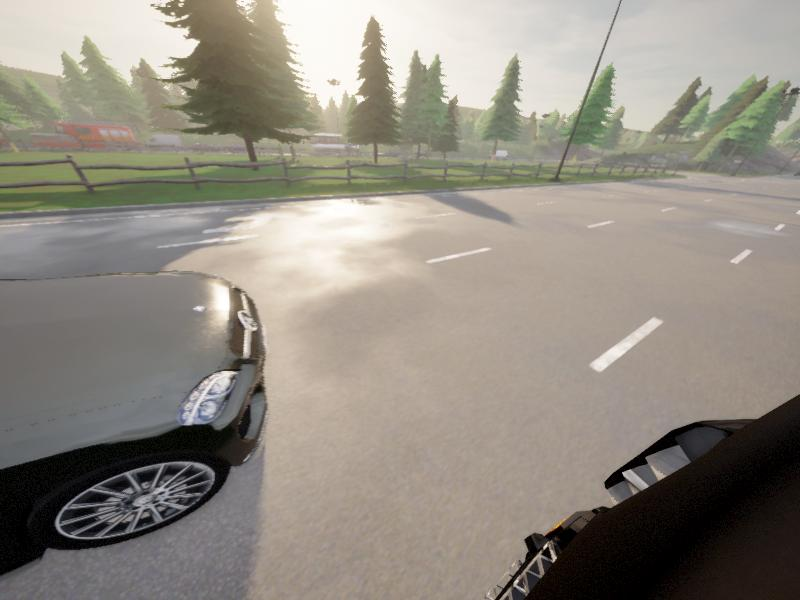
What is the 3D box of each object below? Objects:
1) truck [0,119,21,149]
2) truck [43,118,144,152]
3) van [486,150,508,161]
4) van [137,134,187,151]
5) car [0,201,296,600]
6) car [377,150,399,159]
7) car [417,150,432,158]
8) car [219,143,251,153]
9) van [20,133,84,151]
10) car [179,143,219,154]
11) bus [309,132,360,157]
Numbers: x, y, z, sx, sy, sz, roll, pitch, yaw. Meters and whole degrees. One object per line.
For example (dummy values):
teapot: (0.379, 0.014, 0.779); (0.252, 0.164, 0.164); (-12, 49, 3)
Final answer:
truck: (-60.093, -22.761, 30.979); (8.468, 3.827, 2.891); (-16, 38, -26)
truck: (-48.142, -26.185, 36.960); (8.468, 3.827, 2.891); (-16, 38, -26)
van: (30.559, -45.680, 72.868); (5.915, 2.561, 1.988); (14, 35, 17)
van: (-46.141, -30.694, 45.054); (5.915, 2.561, 1.988); (-16, 38, -26)
car: (-3.529, 0.775, 1.092); (5.027, 1.651, 2.152); (-16, 38, -26)
car: (-3.001, -36.537, 57.910); (5.027, 1.651, 2.152); (-16, 38, -26)
car: (7.303, -43.482, 68.636); (3.866, 1.878, 1.905); (-16, 38, -26)
car: (-34.195, -31.447, 47.939); (5.008, 1.535, 1.882); (-16, 38, -26)
van: (-49.823, -22.717, 33.268); (4.442, 1.987, 1.775); (-16, 38, -26)
car: (-35.270, -26.690, 40.689); (4.892, 1.490, 1.837); (-18, 38, -25)
bus: (-14.875, -35.809, 53.371); (10.273, 4.253, 3.944); (-16, 38, -26)
